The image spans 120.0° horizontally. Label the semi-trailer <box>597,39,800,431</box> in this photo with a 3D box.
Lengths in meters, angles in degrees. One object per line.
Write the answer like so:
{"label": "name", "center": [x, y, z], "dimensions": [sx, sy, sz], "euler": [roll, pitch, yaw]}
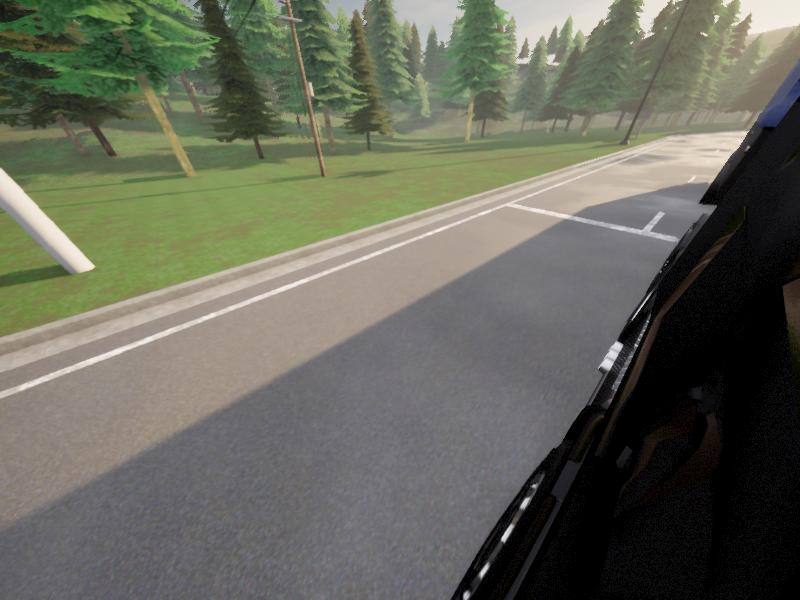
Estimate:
{"label": "semi-trailer", "center": [8.723, -3.580, 4.213], "dimensions": [14.254, 4.402, 2.717], "euler": [-28, 44, -30]}

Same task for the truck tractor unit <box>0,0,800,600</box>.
{"label": "truck tractor unit", "center": [2.645, -0.295, 0.351], "dimensions": [6.516, 4.208, 3.053], "euler": [-28, 44, -30]}
